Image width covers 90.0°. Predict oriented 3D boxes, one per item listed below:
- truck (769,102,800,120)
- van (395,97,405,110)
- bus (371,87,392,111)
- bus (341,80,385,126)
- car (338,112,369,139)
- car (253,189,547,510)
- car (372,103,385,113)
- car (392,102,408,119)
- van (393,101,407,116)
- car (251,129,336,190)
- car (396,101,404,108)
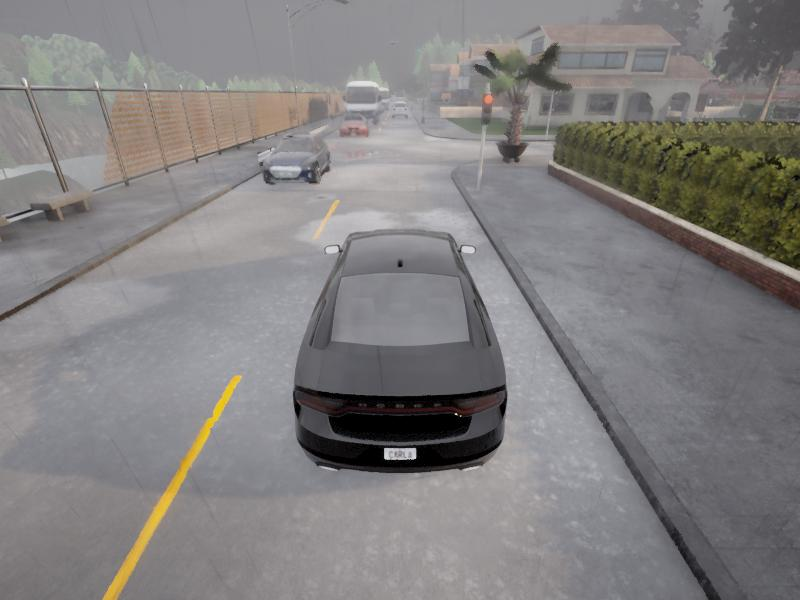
[{"bbox_3d":[53.537,-25.252,53.427,2.390,2.098,6.274,0,27,0],"label":"truck"},{"bbox_3d":[0.015,-45.023,91.510,2.351,2.431,6.366,0,27,0],"label":"van"},{"bbox_3d":[-3.867,-42.967,85.516,3.944,4.253,10.273,0,27,0],"label":"bus"},{"bbox_3d":[-3.872,-22.353,45.448,3.944,4.253,10.273,0,26,0],"label":"bus"},{"bbox_3d":[-3.669,-13.937,31.885,2.242,1.667,4.611,-2,27,-5],"label":"car"},{"bbox_3d":[0.002,-0.111,5.141,1.882,1.535,5.008,0,27,0],"label":"car"},{"bbox_3d":[-3.989,-36.616,76.208,2.163,1.488,4.792,0,27,0],"label":"car"},{"bbox_3d":[0.008,-27.123,57.124,2.150,2.045,5.566,0,27,0],"label":"car"},{"bbox_3d":[0.009,-30.115,62.954,2.069,2.038,4.480,0,27,0],"label":"van"},{"bbox_3d":[-3.996,-5.741,15.991,2.033,1.649,4.856,0,27,0],"label":"car"},{"bbox_3d":[0.014,-48.762,99.767,1.882,1.535,5.008,0,27,0],"label":"car"}]
